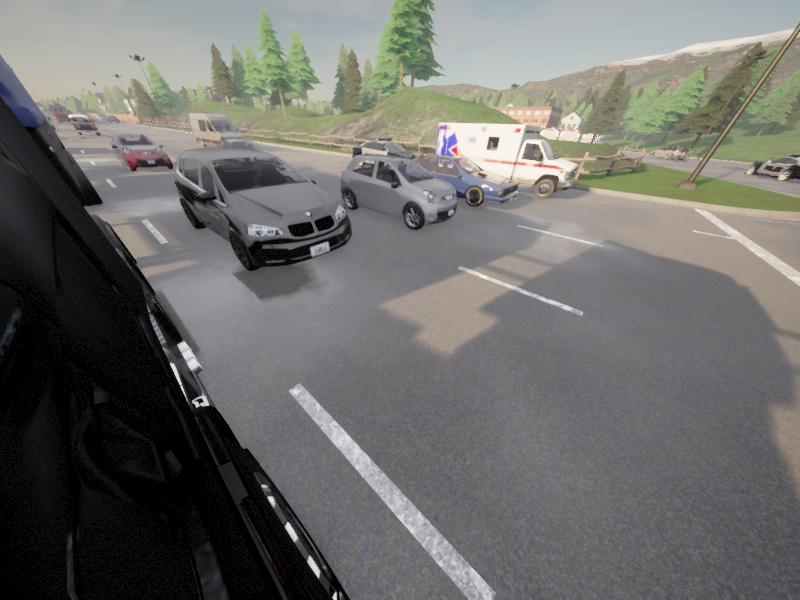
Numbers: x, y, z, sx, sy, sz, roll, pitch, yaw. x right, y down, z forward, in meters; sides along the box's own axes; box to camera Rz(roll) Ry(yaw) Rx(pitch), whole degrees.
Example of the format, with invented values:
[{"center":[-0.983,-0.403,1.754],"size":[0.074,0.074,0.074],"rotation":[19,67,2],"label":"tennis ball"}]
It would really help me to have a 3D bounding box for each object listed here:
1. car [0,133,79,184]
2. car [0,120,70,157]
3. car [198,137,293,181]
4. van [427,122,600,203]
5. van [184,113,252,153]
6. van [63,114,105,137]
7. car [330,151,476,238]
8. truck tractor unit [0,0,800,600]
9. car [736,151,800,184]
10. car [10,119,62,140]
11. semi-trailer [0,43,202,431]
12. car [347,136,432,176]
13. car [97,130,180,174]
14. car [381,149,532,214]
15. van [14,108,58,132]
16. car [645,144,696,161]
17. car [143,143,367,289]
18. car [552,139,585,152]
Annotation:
[{"center":[-15.654,-6.047,9.682],"size":[4.181,1.385,1.994],"rotation":[28,43,30],"label":"car"},{"center":[-24.006,-10.624,15.070],"size":[5.027,1.651,2.152],"rotation":[28,44,30],"label":"car"},{"center":[-8.168,-7.557,12.105],"size":[5.357,1.411,2.033],"rotation":[28,44,30],"label":"car"},{"center":[4.691,-6.601,10.732],"size":[6.366,2.431,2.351],"rotation":[28,44,30],"label":"van"},{"center":[-16.066,-14.811,20.395],"size":[5.915,2.561,1.988],"rotation":[25,42,27],"label":"van"},{"center":[-37.949,-20.957,27.733],"size":[4.480,2.038,2.069],"rotation":[28,44,30],"label":"van"},{"center":[-0.043,-3.283,6.751],"size":[3.633,1.501,1.845],"rotation":[28,44,30],"label":"car"},{"center":[-2.645,-0.295,0.352],"size":[6.516,4.208,3.053],"rotation":[28,44,30],"label":"truck tractor unit"},{"center":[29.421,-10.040,17.486],"size":[1.930,1.638,5.238],"rotation":[14,38,15],"label":"car"},{"center":[-35.537,-16.710,22.654],"size":[4.792,1.488,2.163],"rotation":[28,44,30],"label":"car"},{"center":[-8.702,-3.597,4.232],"size":[14.254,4.402,2.717],"rotation":[28,44,30],"label":"semi-trailer"},{"center":[-0.796,-9.205,14.549],"size":[5.238,1.638,1.930],"rotation":[28,44,30],"label":"car"},{"center":[-13.157,-7.539,11.661],"size":[3.633,1.501,1.845],"rotation":[28,44,30],"label":"car"},{"center":[1.881,-4.937,9.197],"size":[5.357,1.411,2.033],"rotation":[28,44,30],"label":"car"},{"center":[-51.578,-25.647,32.877],"size":[6.366,2.431,2.351],"rotation":[28,44,30],"label":"van"},{"center":[36.151,-19.836,31.050],"size":[1.851,1.617,3.988],"rotation":[1,37,-2],"label":"car"},{"center":[-3.186,-2.282,5.101],"size":[4.611,1.667,2.242],"rotation":[28,44,30],"label":"car"},{"center":[27.981,-25.794,38.544],"size":[1.851,1.617,3.988],"rotation":[-8,38,-14],"label":"car"}]
